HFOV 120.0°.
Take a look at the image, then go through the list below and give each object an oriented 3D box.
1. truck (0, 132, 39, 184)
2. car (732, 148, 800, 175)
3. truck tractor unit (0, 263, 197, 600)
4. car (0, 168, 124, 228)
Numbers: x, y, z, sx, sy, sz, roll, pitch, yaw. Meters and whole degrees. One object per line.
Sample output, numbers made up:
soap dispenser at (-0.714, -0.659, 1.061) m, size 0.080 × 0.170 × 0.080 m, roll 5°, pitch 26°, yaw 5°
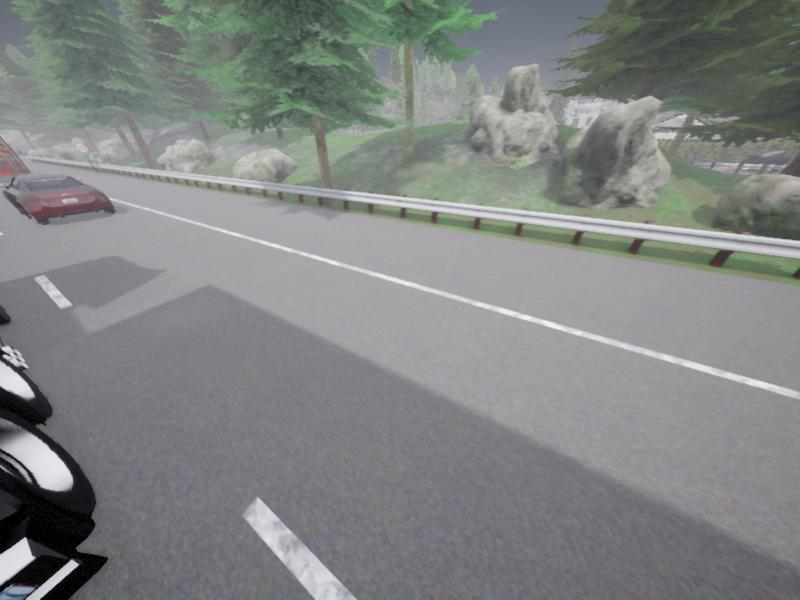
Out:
truck at (-30.452, -10.660, 16.312) m, size 8.468 × 3.827 × 2.891 m, roll 18°, pitch 39°, yaw 24°
car at (29.269, -10.225, 17.067) m, size 5.008 × 1.535 × 1.882 m, roll 18°, pitch 39°, yaw 24°
truck tractor unit at (-5.114, -0.295, 0.791) m, size 6.516 × 4.208 × 3.053 m, roll 18°, pitch 39°, yaw 24°
car at (-12.981, -3.980, 8.676) m, size 4.181 × 1.385 × 1.994 m, roll 18°, pitch 39°, yaw 24°
